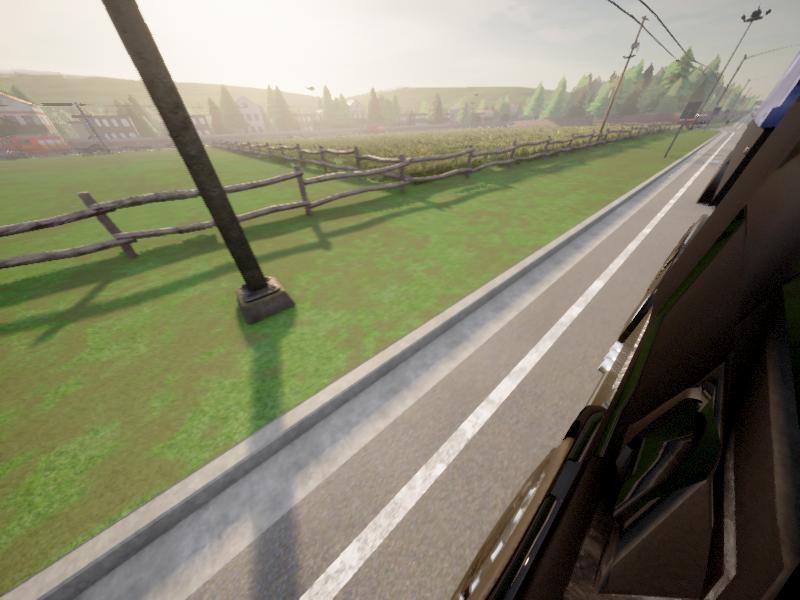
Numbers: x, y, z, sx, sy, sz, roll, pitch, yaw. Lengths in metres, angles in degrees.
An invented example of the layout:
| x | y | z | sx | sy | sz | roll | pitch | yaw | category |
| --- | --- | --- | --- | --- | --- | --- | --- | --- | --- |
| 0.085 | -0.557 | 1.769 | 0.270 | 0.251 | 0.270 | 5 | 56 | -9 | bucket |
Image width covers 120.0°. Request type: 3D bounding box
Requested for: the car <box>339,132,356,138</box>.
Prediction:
| x | y | z | sx | sy | sz | roll | pitch | yaw | category |
| --- | --- | --- | --- | --- | --- | --- | --- | --- | --- |
| -18.382 | -58.030 | 81.077 | 5.366 | 1.575 | 1.801 | -28 | 44 | -30 | car |

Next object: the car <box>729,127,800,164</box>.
| x | y | z | sx | sy | sz | roll | pitch | yaw | category |
| --- | --- | --- | --- | --- | --- | --- | --- | --- | --- |
| 20.286 | -8.549 | 12.679 | 4.181 | 1.385 | 1.994 | -28 | 44 | -30 | car |

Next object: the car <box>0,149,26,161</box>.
| x | y | z | sx | sy | sz | roll | pitch | yaw | category |
| --- | --- | --- | --- | --- | --- | --- | --- | --- | --- |
| -73.010 | -26.360 | 42.117 | 4.611 | 1.667 | 2.242 | -28 | 44 | -30 | car |

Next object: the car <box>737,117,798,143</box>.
| x | y | z | sx | sy | sz | roll | pitch | yaw | category |
| --- | --- | --- | --- | --- | --- | --- | --- | --- | --- |
| 32.426 | -15.140 | 20.529 | 5.027 | 1.651 | 2.152 | -28 | 44 | -30 | car |

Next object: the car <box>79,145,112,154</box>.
| x | y | z | sx | sy | sz | roll | pitch | yaw | category |
| --- | --- | --- | --- | --- | --- | --- | --- | --- | --- |
| -68.742 | -34.060 | 52.190 | 4.193 | 1.474 | 1.816 | -28 | 44 | -30 | car |

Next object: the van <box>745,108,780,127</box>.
| x | y | z | sx | sy | sz | roll | pitch | yaw | category |
| --- | --- | --- | --- | --- | --- | --- | --- | --- | --- |
| 64.946 | -32.851 | 41.524 | 6.366 | 2.431 | 2.351 | -28 | 44 | -30 | van |

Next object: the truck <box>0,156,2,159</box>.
| x | y | z | sx | sy | sz | roll | pitch | yaw | category |
| --- | --- | --- | --- | --- | --- | --- | --- | --- | --- |
| -81.769 | -27.414 | 43.593 | 6.274 | 2.098 | 2.390 | -28 | 44 | -30 | truck |

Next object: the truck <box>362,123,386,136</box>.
| x | y | z | sx | sy | sz | roll | pitch | yaw | category |
| --- | --- | --- | --- | --- | --- | --- | --- | --- | --- |
| -9.959 | -66.164 | 89.519 | 8.468 | 3.827 | 2.891 | -28 | 44 | -30 | truck |

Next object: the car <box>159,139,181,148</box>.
| x | y | z | sx | sy | sz | roll | pitch | yaw | category |
| --- | --- | --- | --- | --- | --- | --- | --- | --- | --- |
| -62.885 | -42.782 | 63.168 | 3.866 | 1.878 | 1.905 | -28 | 44 | -30 | car |

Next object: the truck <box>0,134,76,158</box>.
| x | y | z | sx | sy | sz | roll | pitch | yaw | category |
| --- | --- | --- | --- | --- | --- | --- | --- | --- | --- |
| -77.605 | -33.063 | 49.444 | 8.468 | 3.827 | 2.891 | -28 | 44 | -30 | truck |

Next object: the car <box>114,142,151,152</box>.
| x | y | z | sx | sy | sz | roll | pitch | yaw | category |
| --- | --- | --- | --- | --- | --- | --- | --- | --- | --- |
| -61.451 | -35.256 | 53.209 | 5.238 | 1.638 | 1.930 | -28 | 44 | -30 | car |

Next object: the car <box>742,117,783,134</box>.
| x | y | z | sx | sy | sz | roll | pitch | yaw | category |
| --- | --- | --- | --- | --- | --- | --- | --- | --- | --- |
| 44.892 | -21.745 | 28.705 | 4.792 | 1.488 | 2.163 | -28 | 44 | -30 | car |

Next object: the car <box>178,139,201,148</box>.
| x | y | z | sx | sy | sz | roll | pitch | yaw | category |
| --- | --- | --- | --- | --- | --- | --- | --- | --- | --- |
| -55.914 | -41.549 | 61.373 | 3.988 | 1.617 | 1.851 | -28 | 44 | -30 | car |

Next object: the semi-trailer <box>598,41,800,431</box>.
| x | y | z | sx | sy | sz | roll | pitch | yaw | category |
| --- | --- | --- | --- | --- | --- | --- | --- | --- | --- |
| 8.692 | -3.606 | 4.240 | 14.254 | 4.402 | 2.717 | -28 | 44 | -30 | semi-trailer |

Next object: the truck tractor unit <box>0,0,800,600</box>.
| x | y | z | sx | sy | sz | roll | pitch | yaw | category |
| --- | --- | --- | --- | --- | --- | --- | --- | --- | --- |
| 2.645 | -0.295 | 0.352 | 6.516 | 4.208 | 3.053 | -28 | 44 | -30 | truck tractor unit |
